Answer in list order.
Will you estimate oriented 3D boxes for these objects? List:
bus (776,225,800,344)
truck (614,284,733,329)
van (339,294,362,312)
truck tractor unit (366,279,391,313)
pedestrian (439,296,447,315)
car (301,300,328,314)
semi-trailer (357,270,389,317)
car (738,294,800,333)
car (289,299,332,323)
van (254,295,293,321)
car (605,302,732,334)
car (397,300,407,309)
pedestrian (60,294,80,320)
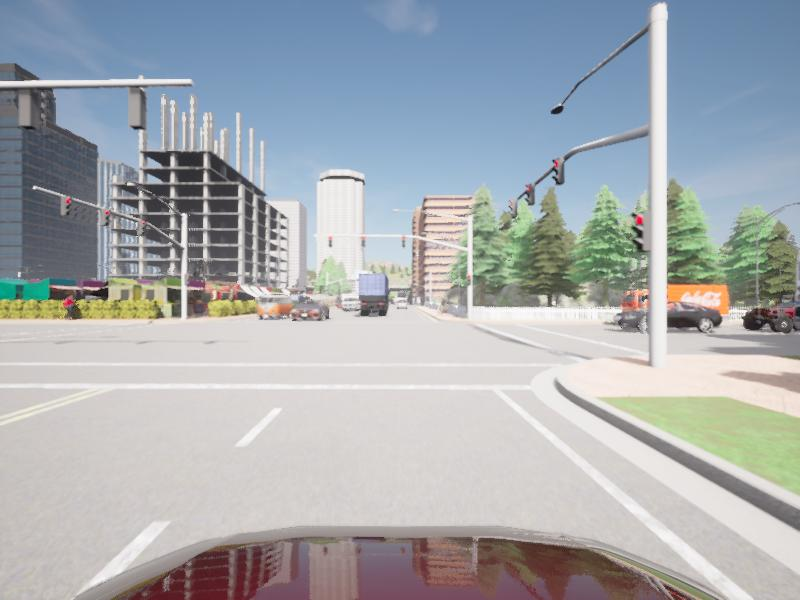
[{"bbox_3d":[19.397,-0.534,13.101,10.273,4.253,3.944,0,0,2],"label":"bus"},{"bbox_3d":[15.902,0.359,23.582,5.204,2.467,2.627,0,0,2],"label":"truck"},{"bbox_3d":[-6.689,0.386,54.865,2.351,2.431,6.366,0,0,0],"label":"van"},{"bbox_3d":[-2.795,-0.515,52.100,3.053,4.208,6.516,0,0,-3],"label":"truck tractor unit"},{"bbox_3d":[4.263,0.493,39.537,0.751,1.860,0.751,0,0,0],"label":"pedestrian"},{"bbox_3d":[-10.205,0.788,48.348,2.152,1.651,5.027,0,0,0],"label":"car"},{"bbox_3d":[-2.654,-0.610,44.192,2.717,4.402,14.254,0,0,0],"label":"semi-trailer"},{"bbox_3d":[19.657,0.648,19.978,3.866,1.878,1.905,0,0,2],"label":"car"},{"bbox_3d":[-6.765,0.786,30.842,2.152,1.651,5.027,0,0,0],"label":"car"},{"bbox_3d":[-10.256,0.604,32.841,1.775,1.987,4.442,0,0,0],"label":"van"},{"bbox_3d":[13.346,0.839,20.153,4.902,1.511,2.128,0,0,2],"label":"car"},{"bbox_3d":[0.365,0.799,72.625,1.851,1.617,3.988,0,0,0],"label":"car"},{"bbox_3d":[-23.217,0.490,28.142,0.751,1.860,0.751,0,0,0],"label":"pedestrian"}]
